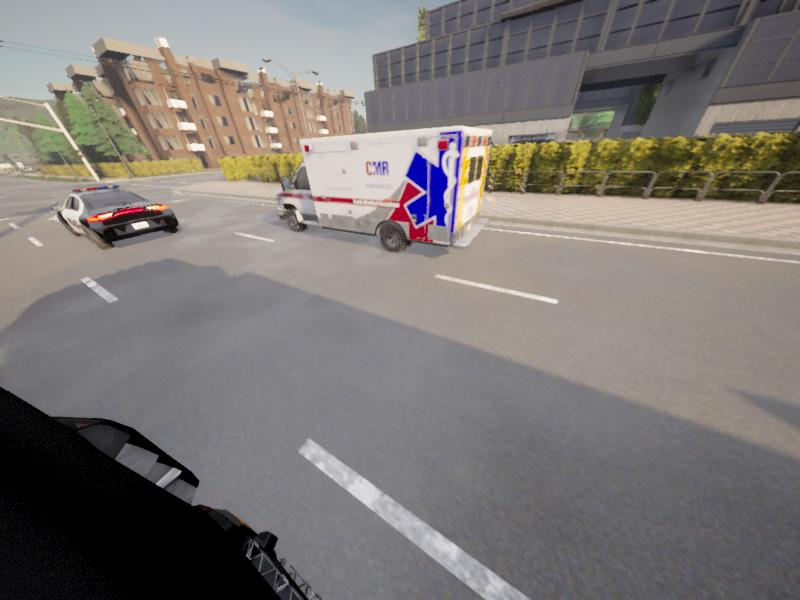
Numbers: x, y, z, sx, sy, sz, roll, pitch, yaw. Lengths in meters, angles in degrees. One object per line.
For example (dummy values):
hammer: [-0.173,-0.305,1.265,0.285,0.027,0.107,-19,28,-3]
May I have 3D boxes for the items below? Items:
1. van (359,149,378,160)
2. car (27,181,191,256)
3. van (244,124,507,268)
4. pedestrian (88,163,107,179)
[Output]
van: [-7.888,-36.635,58.019,2.069,2.038,4.480,16,38,26]
car: [-9.849,-2.990,7.834,4.974,1.542,2.038,16,38,26]
van: [-0.870,-3.045,6.428,6.366,2.431,2.351,16,38,26]
pedestrian: [-43.307,-18.441,33.059,0.751,1.860,0.751,15,38,25]
